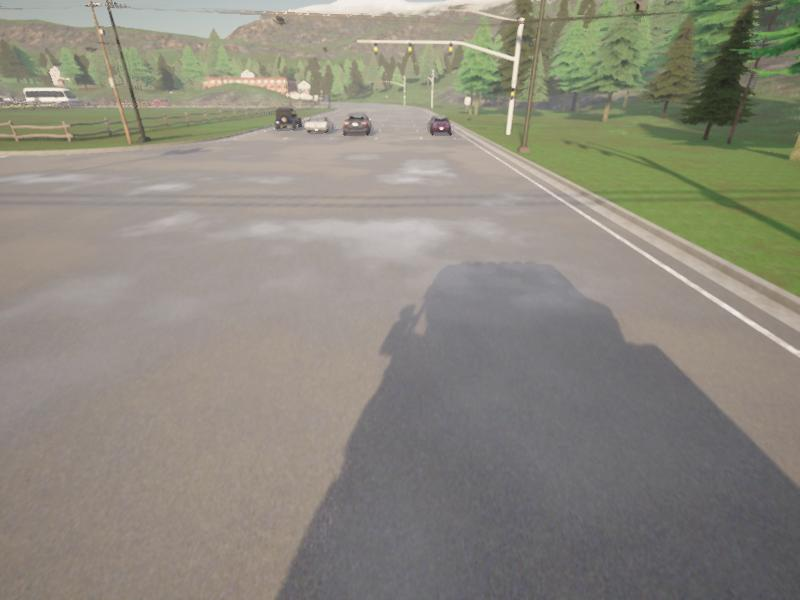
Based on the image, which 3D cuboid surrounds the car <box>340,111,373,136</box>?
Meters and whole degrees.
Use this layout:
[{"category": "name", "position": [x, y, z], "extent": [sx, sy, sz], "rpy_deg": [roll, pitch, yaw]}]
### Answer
[{"category": "car", "position": [-3.604, -15.068, 34.108], "extent": [2.242, 1.667, 4.611], "rpy_deg": [0, 27, 0]}]

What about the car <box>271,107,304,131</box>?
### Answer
[{"category": "car", "position": [-10.614, -17.178, 37.956], "extent": [1.905, 1.878, 3.866], "rpy_deg": [0, 27, 0]}]

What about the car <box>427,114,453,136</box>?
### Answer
[{"category": "car", "position": [3.392, -15.184, 34.564], "extent": [1.816, 1.474, 4.193], "rpy_deg": [0, 27, 0]}]

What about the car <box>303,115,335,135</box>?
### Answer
[{"category": "car", "position": [-7.110, -15.681, 35.702], "extent": [1.895, 1.301, 4.718], "rpy_deg": [0, 27, 0]}]
